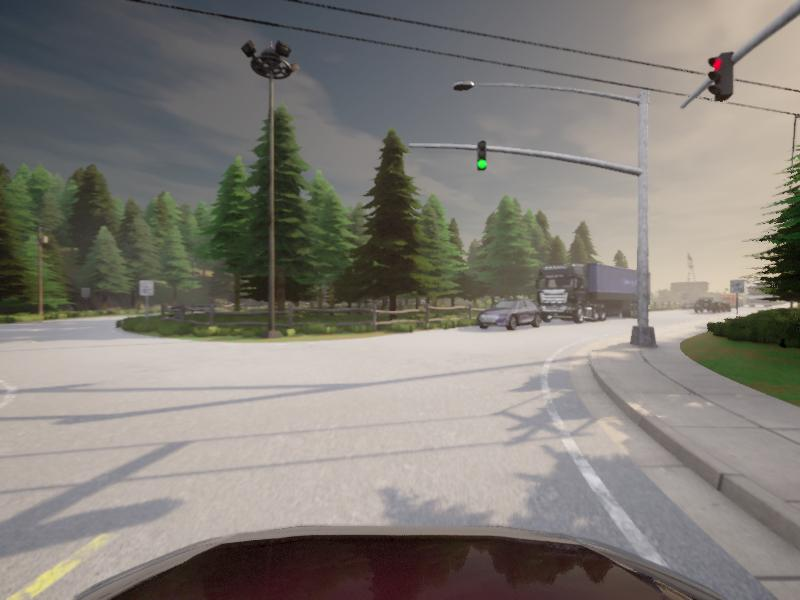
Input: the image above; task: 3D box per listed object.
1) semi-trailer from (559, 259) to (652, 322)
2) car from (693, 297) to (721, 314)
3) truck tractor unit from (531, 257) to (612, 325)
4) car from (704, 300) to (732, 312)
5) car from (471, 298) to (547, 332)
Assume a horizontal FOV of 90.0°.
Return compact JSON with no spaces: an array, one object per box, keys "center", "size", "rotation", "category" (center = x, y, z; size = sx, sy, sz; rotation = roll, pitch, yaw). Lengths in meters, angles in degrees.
[{"center":[17.871,-0.677,33.862],"size":[14.254,4.402,2.717],"rotation":[0,0,-45],"category":"semi-trailer"},{"center":[35.616,0.566,46.348],"size":[4.605,1.855,1.932],"rotation":[0,0,-44],"category":"car"},{"center":[12.257,-0.566,28.287],"size":[6.516,4.208,3.053],"rotation":[0,0,-45],"category":"truck tractor unit"},{"center":[40.408,0.735,50.795],"size":[4.514,1.525,2.007],"rotation":[0,0,-41],"category":"car"},{"center":[6.110,0.738,22.043],"size":[2.033,1.649,4.856],"rotation":[0,0,43],"category":"car"}]
